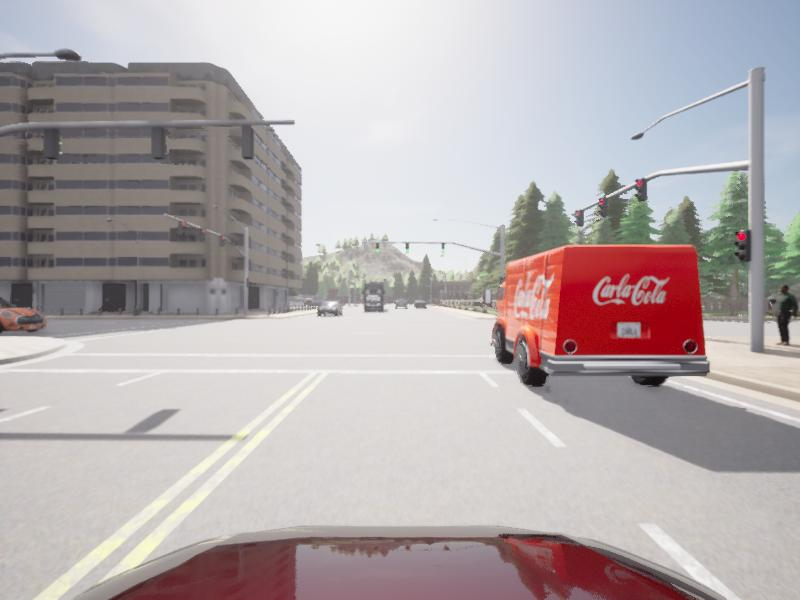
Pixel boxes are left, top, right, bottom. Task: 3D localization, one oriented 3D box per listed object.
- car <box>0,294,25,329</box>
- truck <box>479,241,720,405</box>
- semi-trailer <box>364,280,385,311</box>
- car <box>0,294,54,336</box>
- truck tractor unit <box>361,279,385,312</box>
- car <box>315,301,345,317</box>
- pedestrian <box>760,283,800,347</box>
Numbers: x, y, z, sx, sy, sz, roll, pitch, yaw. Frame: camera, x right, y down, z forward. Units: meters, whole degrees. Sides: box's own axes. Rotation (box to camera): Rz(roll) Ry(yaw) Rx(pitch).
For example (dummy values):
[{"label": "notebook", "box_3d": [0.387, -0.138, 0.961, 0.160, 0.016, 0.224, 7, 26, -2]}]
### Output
[{"label": "car", "box_3d": [-23.459, 0.592, 21.613, 4.605, 1.855, 1.932, 0, 0, 0]}, {"label": "truck", "box_3d": [3.514, 0.354, 8.628, 2.627, 2.467, 5.204, 0, 0, 0]}, {"label": "semi-trailer", "box_3d": [-3.777, -0.631, 62.364, 2.717, 4.402, 14.254, 0, 0, -2]}, {"label": "car", "box_3d": [-18.782, 0.635, 18.055, 4.553, 1.767, 2.097, 0, 0, 1]}, {"label": "truck tractor unit", "box_3d": [-3.530, -0.535, 54.457, 3.053, 4.208, 6.516, 0, 0, -2]}, {"label": "car", "box_3d": [-6.887, 0.842, 39.908, 2.163, 1.488, 4.792, 0, 0, 0]}, {"label": "pedestrian", "box_3d": [11.458, 0.427, 11.953, 0.751, 1.860, 0.751, 0, 0, 5]}]
